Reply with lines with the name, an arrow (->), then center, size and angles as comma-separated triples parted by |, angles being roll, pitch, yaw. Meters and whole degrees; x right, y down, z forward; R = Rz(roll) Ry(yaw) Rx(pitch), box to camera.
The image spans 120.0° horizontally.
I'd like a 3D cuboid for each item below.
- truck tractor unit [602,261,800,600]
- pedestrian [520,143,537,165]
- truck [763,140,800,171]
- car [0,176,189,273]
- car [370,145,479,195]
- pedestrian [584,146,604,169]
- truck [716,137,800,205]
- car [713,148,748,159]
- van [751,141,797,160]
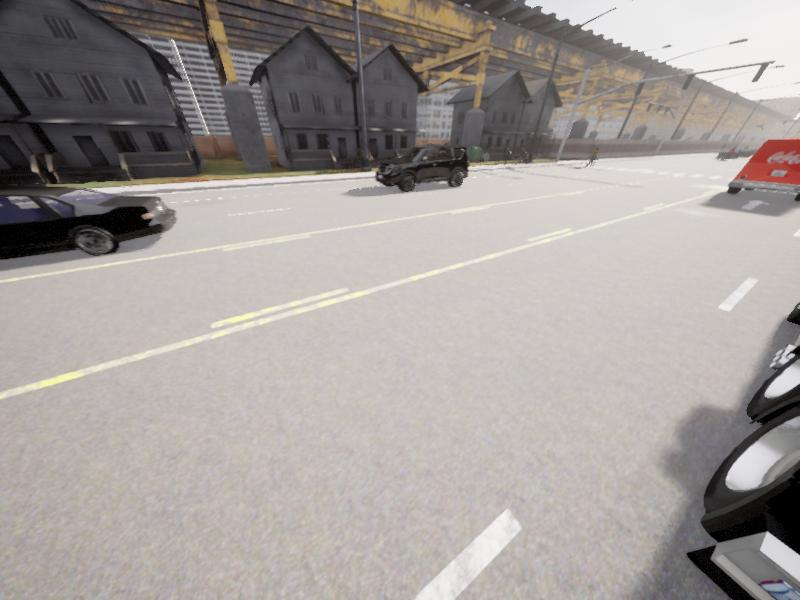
truck tractor unit -> 5.109, -0.300, 0.796 | 6.516, 4.208, 3.053 | -18, 39, -24
pedestrian -> 13.541, -15.399, 24.370 | 0.751, 1.860, 0.751 | -12, 37, -18
truck -> 40.419, -13.966, 22.353 | 2.627, 2.467, 5.204 | 9, 36, 14
car -> -8.550, -1.688, 5.135 | 5.357, 1.411, 2.033 | -18, 39, -24
car -> 1.405, -7.456, 12.967 | 5.566, 2.045, 2.150 | -18, 39, -24
pedestrian -> 19.194, -14.140, 22.883 | 0.751, 1.860, 0.751 | -27, 43, -33
truck -> 19.436, -6.543, 11.465 | 5.204, 2.467, 2.627 | -17, 39, -24
car -> 55.136, -24.423, 38.499 | 5.357, 1.411, 2.033 | -18, 39, -24
van -> 60.617, -24.303, 37.477 | 6.366, 2.431, 2.351 | -18, 39, -24
